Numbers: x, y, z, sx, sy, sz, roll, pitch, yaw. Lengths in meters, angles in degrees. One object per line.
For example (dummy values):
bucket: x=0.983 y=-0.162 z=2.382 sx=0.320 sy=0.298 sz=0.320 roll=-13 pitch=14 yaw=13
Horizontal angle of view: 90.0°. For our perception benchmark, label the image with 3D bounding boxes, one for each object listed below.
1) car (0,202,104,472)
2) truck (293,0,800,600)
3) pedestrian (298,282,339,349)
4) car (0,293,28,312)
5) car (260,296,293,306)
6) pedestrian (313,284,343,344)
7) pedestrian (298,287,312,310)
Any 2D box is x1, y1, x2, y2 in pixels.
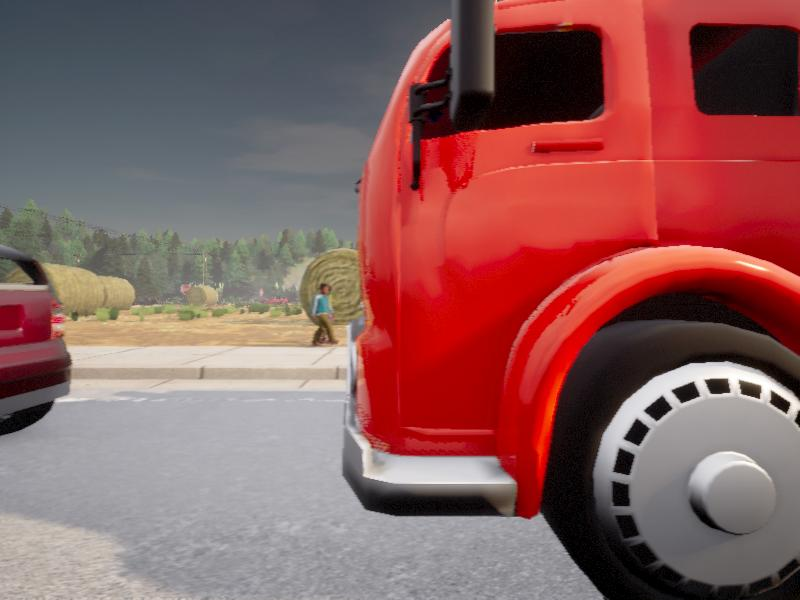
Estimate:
car: x=-4.144 y=0.208 z=2.202 sx=3.705 sy=1.549 sz=1.789 roll=0 pitch=0 yaw=0
truck: x=2.367 y=-0.241 z=2.202 sx=5.204 sy=2.467 sz=2.627 roll=0 pitch=0 yaw=0
pedestrian: x=-1.417 y=0.260 z=6.961 sx=0.500 sy=1.100 sz=0.500 roll=0 pitch=0 yaw=25
car: x=-33.612 y=0.177 z=32.548 sx=2.038 sy=1.542 sz=4.974 roll=0 pitch=0 yaw=1
car: x=-19.430 y=0.149 z=62.966 sx=4.514 sy=1.525 sz=2.007 roll=0 pitch=0 yaw=4
pedestrian: x=-1.362 y=0.259 z=7.577 sx=0.500 sy=1.100 sz=0.500 roll=0 pitch=0 yaw=-3
pedestrian: x=-7.790 y=-0.152 z=32.819 sx=0.751 sy=1.860 sz=0.751 roll=0 pitch=0 yaw=39
